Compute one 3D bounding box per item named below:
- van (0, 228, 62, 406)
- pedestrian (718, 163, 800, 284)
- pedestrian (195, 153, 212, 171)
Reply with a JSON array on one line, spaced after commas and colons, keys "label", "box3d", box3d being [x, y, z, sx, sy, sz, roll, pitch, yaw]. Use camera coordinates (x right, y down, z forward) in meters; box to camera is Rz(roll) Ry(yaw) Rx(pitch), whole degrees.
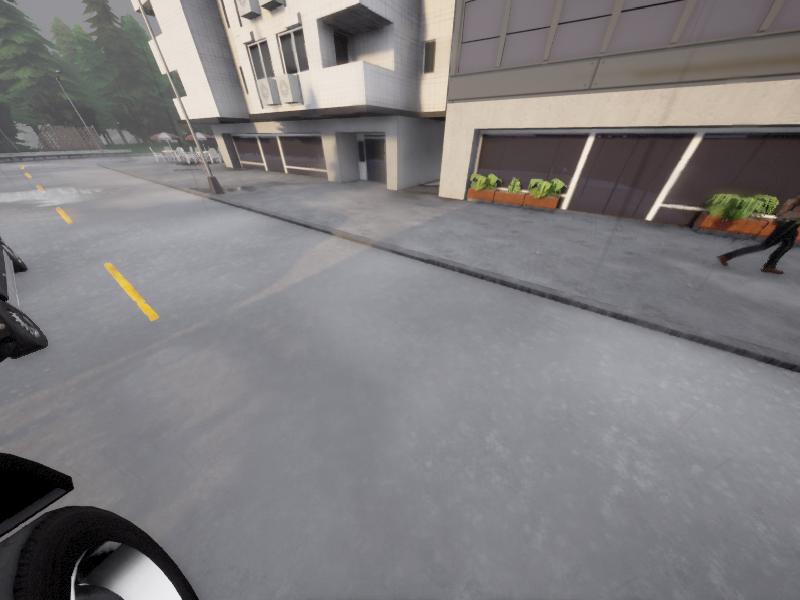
[{"label": "van", "box3d": [-6.846, -0.658, 2.608, 5.915, 2.561, 1.988, 22, 40, 28]}, {"label": "pedestrian", "box3d": [6.960, -1.355, 4.049, 0.751, 1.860, 0.751, 25, 42, 31]}, {"label": "pedestrian", "box3d": [-14.859, -10.469, 17.504, 0.500, 1.100, 0.500, 24, 41, 29]}]
